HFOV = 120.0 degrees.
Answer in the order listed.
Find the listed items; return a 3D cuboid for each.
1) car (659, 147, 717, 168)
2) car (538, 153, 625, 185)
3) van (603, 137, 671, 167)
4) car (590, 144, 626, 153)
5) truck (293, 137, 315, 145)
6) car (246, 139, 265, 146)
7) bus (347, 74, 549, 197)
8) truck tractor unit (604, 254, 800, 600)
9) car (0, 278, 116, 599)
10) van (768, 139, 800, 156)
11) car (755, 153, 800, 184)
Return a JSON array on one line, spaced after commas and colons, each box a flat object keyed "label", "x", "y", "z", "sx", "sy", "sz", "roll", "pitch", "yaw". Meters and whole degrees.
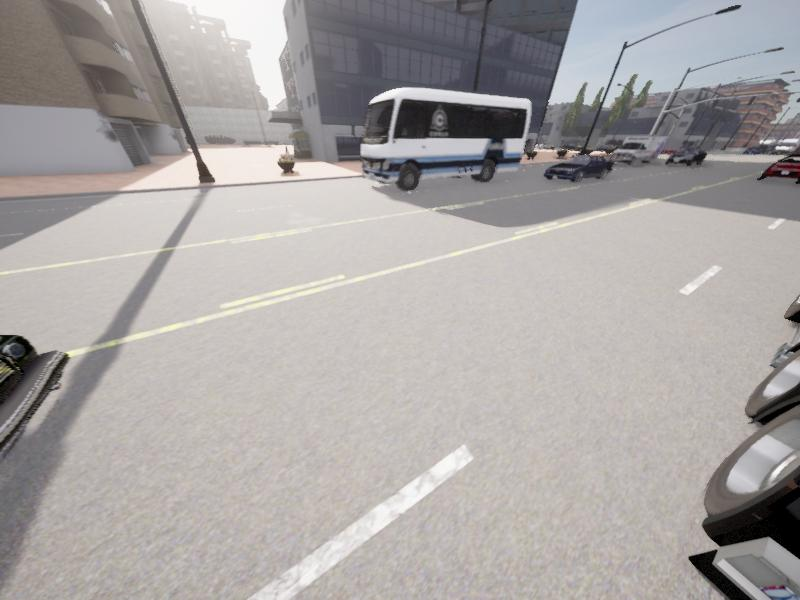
[{"label": "car", "x": 28.818, "y": -14.323, "z": 23.130, "sx": 4.902, "sy": 1.511, "sz": 2.128, "roll": -18, "pitch": 39, "yaw": -24}, {"label": "car", "x": 11.973, "y": -8.731, "z": 15.260, "sx": 5.357, "sy": 1.411, "sz": 2.033, "roll": -18, "pitch": 39, "yaw": -24}, {"label": "van", "x": 25.034, "y": -15.770, "z": 24.400, "sx": 6.366, "sy": 2.431, "sz": 2.351, "roll": -18, "pitch": 39, "yaw": -24}, {"label": "car", "x": 44.652, "y": -32.740, "z": 49.790, "sx": 2.033, "sy": 1.411, "sz": 5.357, "roll": -17, "pitch": 38, "yaw": -24}, {"label": "truck", "x": -31.289, "y": -51.947, "z": 75.379, "sx": 6.274, "sy": 2.098, "sz": 2.390, "roll": -16, "pitch": 38, "yaw": -23}, {"label": "car", "x": -37.374, "y": -40.837, "z": 59.764, "sx": 3.806, "sy": 1.475, "sz": 1.970, "roll": -16, "pitch": 38, "yaw": -23}, {"label": "bus", "x": 2.808, "y": -9.118, "z": 13.330, "sx": 10.273, "sy": 4.253, "sz": 3.944, "roll": -18, "pitch": 39, "yaw": -24}, {"label": "truck tractor unit", "x": 5.087, "y": -0.327, "z": 0.795, "sx": 6.516, "sy": 4.208, "sz": 3.053, "roll": -19, "pitch": 39, "yaw": -25}, {"label": "car", "x": -4.934, "y": 1.468, "z": 0.721, "sx": 4.718, "sy": 1.301, "sz": 1.895, "roll": -18, "pitch": 39, "yaw": -24}, {"label": "van", "x": 74.180, "y": -29.306, "z": 44.351, "sx": 5.915, "sy": 2.561, "sz": 1.988, "roll": -18, "pitch": 39, "yaw": -24}, {"label": "car", "x": 25.829, "y": -8.696, "z": 15.130, "sx": 4.193, "sy": 1.474, "sz": 1.816, "roll": -18, "pitch": 39, "yaw": -24}]
